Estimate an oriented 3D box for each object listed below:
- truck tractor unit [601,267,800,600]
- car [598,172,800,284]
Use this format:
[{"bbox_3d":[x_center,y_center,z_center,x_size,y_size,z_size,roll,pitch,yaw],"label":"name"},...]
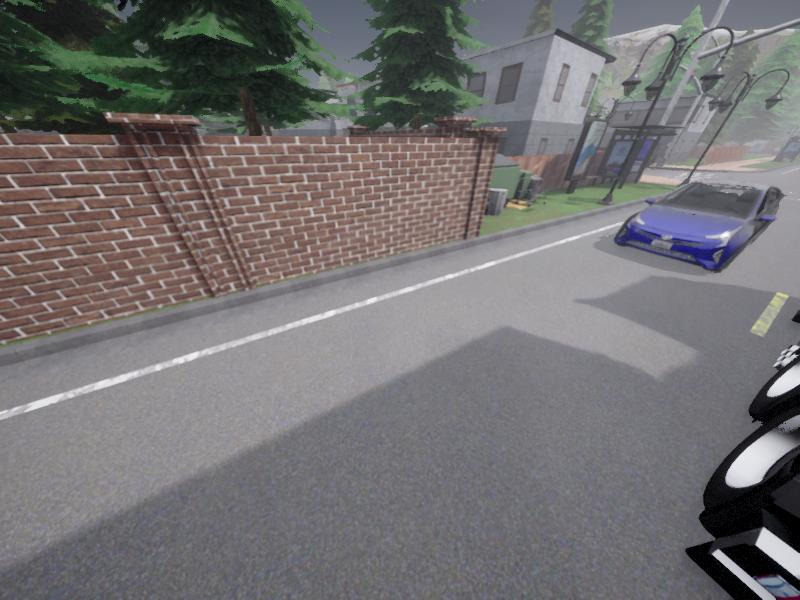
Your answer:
[{"bbox_3d":[5.116,-0.296,0.774,6.516,4.208,3.053,-18,39,-24],"label":"truck tractor unit"},{"bbox_3d":[7.535,-2.069,5.692,4.514,1.525,2.007,-18,39,-24],"label":"car"}]
